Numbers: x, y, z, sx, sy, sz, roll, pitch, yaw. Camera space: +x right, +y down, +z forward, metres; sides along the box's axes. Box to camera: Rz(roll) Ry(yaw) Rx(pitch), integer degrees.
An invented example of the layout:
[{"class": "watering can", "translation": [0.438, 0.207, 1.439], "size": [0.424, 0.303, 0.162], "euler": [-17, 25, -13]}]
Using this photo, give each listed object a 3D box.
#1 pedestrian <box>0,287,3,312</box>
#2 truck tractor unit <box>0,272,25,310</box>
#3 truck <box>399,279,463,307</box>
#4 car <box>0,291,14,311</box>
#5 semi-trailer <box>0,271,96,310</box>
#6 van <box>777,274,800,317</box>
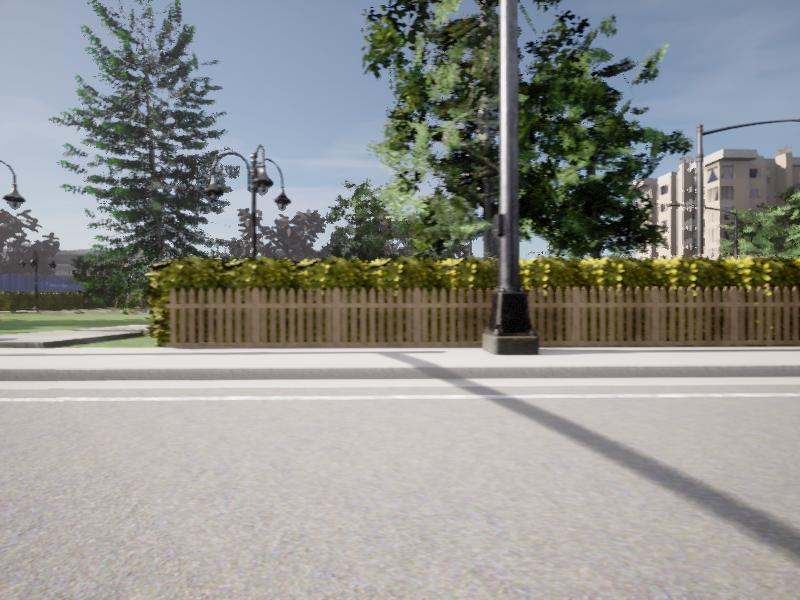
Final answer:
[{"class": "pedestrian", "translation": [-30.761, -0.040, 30.382], "size": [0.751, 1.860, 0.751], "euler": [0, 0, 32]}, {"class": "truck tractor unit", "translation": [-46.321, -1.019, 44.641], "size": [3.053, 4.208, 6.516], "euler": [0, 0, -2]}, {"class": "truck", "translation": [4.175, -0.929, 54.746], "size": [8.468, 3.827, 2.891], "euler": [0, 0, -1]}, {"class": "car", "translation": [-42.471, 0.060, 40.150], "size": [2.150, 2.045, 5.566], "euler": [0, -1, -2]}, {"class": "semi-trailer", "translation": [-46.516, -1.112, 52.548], "size": [2.717, 4.402, 14.254], "euler": [0, 0, -1]}, {"class": "van", "translation": [23.643, -0.275, 20.651], "size": [2.351, 2.431, 6.366], "euler": [0, 0, 0]}]
